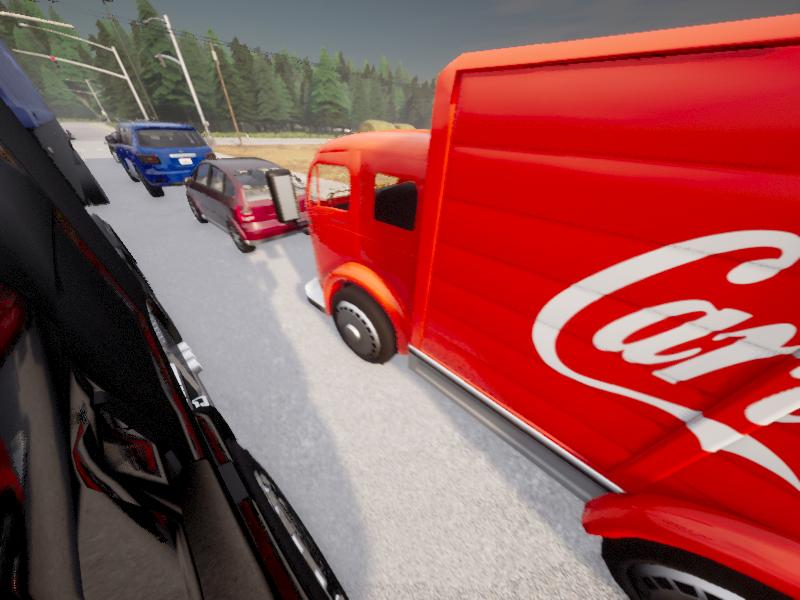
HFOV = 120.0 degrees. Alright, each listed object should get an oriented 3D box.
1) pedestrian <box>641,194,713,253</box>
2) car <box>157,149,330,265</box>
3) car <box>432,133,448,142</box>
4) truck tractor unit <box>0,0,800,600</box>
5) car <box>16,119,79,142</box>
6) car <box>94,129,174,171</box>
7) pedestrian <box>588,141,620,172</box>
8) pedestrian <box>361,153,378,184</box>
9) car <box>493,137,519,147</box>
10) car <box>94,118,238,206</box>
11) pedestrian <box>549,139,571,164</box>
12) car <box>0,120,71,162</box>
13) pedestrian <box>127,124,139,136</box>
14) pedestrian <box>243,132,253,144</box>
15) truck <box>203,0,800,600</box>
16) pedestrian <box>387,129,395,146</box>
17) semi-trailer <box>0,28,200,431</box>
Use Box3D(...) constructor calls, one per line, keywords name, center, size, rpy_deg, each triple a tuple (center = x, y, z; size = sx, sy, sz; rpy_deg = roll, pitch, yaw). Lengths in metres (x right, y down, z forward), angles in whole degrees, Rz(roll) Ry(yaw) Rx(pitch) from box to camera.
Box3D(name="pedestrian", center=(6.137, -1.708, 5.191), size=(0.500, 1.100, 0.500), rpy_deg=(24, 41, 26))
Box3D(name="car", center=(-3.635, -2.437, 5.426), size=(3.705, 1.549, 1.789), rpy_deg=(28, 43, 30))
Box3D(name="car", center=(10.414, -42.283, 60.081), size=(2.007, 1.525, 4.514), rpy_deg=(-10, 39, -16))
Box3D(name="truck tractor unit", center=(-2.645, -0.295, 0.351), size=(6.516, 4.208, 3.053), rpy_deg=(28, 44, 30))
Box3D(name="car", center=(-32.619, -15.710, 21.411), size=(4.193, 1.474, 1.816), rpy_deg=(17, 39, 18))
Box3D(name="car", center=(-13.914, -7.896, 12.088), size=(3.633, 1.501, 1.845), rpy_deg=(28, 43, 30))
Box3D(name="pedestrian", center=(15.051, -10.596, 17.116), size=(0.751, 1.860, 0.751), rpy_deg=(-5, 37, -10))
Box3D(name="pedestrian", center=(-1.345, -5.820, 10.218), size=(0.500, 1.100, 0.500), rpy_deg=(-24, 44, -32))
Box3D(name="car", center=(23.578, -35.202, 51.381), size=(4.514, 1.525, 2.007), rpy_deg=(31, 45, 33))
Box3D(name="car", center=(-8.714, -5.334, 8.566), size=(5.566, 2.045, 2.150), rpy_deg=(28, 43, 30))
Box3D(name="pedestrian", center=(14.346, -13.338, 20.759), size=(0.751, 1.860, 0.751), rpy_deg=(0, 37, -5))
Box3D(name="car", center=(-21.393, -9.201, 13.225), size=(4.611, 1.667, 2.242), rpy_deg=(28, 43, 30))
Box3D(name="pedestrian", center=(-32.398, -20.626, 28.038), size=(0.500, 1.100, 0.500), rpy_deg=(-20, 42, -28))
Box3D(name="pedestrian", center=(-16.505, -17.627, 25.126), size=(0.500, 1.100, 0.500), rpy_deg=(27, 43, 29))
Box3D(name="truck", center=(1.375, -0.154, 1.921), size=(5.204, 2.467, 2.627), rpy_deg=(28, 43, 30))
Box3D(name="pedestrian", center=(-1.250, -23.053, 32.796), size=(0.751, 1.860, 0.751), rpy_deg=(-25, 45, -33))
Box3D(name="semi-trailer", center=(-8.630, -3.644, 4.302), size=(14.254, 4.402, 2.717), rpy_deg=(29, 44, 31))
